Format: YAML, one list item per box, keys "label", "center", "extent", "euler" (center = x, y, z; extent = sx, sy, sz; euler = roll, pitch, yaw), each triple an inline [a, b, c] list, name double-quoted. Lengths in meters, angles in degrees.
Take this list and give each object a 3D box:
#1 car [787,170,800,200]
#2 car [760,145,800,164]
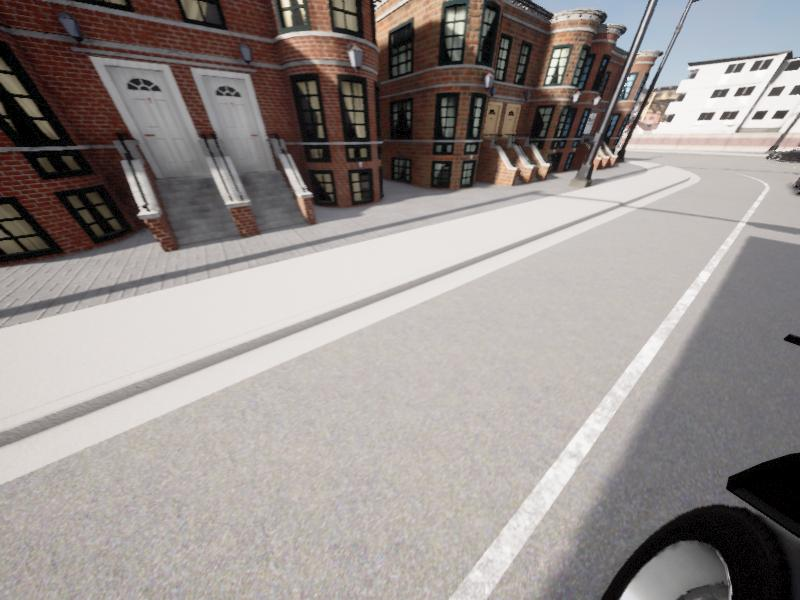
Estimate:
- label: "car"
  center: [19.604, -5.422, 10.225]
  extent: [5.357, 1.411, 2.033]
  euler: [-24, 42, -29]
- label: "car"
  center: [38.937, -13.734, 21.854]
  extent: [2.033, 1.411, 5.357]
  euler: [3, 35, 5]
